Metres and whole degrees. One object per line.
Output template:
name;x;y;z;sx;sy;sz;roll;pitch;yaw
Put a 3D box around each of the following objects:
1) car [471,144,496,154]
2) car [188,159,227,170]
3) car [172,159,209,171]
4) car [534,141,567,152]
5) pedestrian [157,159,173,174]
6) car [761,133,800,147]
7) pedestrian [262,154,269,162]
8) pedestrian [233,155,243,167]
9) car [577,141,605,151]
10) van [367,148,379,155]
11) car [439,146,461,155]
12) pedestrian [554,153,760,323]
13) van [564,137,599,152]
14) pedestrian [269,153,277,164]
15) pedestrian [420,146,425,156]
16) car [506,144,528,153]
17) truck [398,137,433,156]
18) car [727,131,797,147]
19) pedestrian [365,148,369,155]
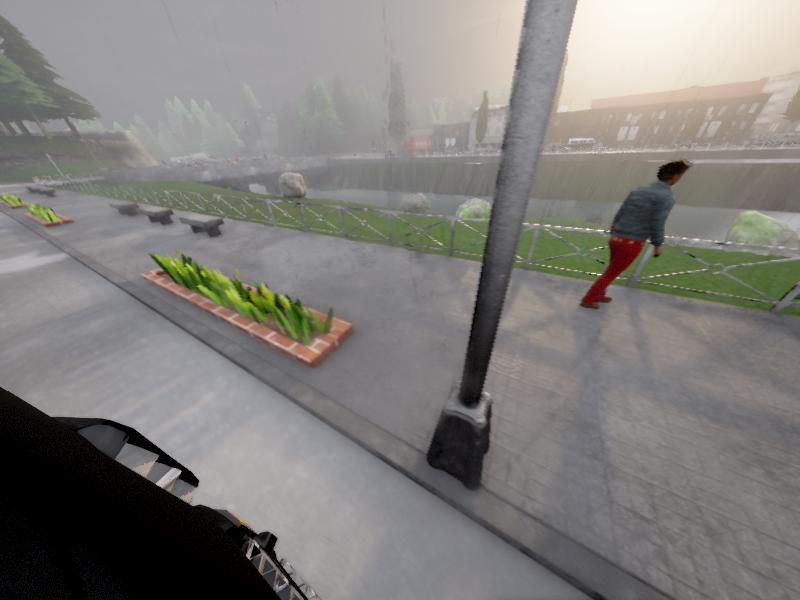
car;19.082;-34.543;52.930;5.027;1.651;2.152;16;38;26
car;-36.086;-25.539;43.505;2.038;1.542;4.974;16;38;26
car;-40.119;-26.019;44.395;2.242;1.667;4.611;16;38;26
car;30.660;-31.264;47.151;5.238;1.638;1.930;16;38;26
pedestrian;-35.622;-20.272;35.039;0.751;1.860;0.751;16;38;26
car;53.872;-22.054;31.789;3.806;1.475;1.970;16;38;26
pedestrian;-34.397;-36.413;59.175;0.751;1.860;0.751;-30;42;-35
pedestrian;-30.747;-26.361;43.823;0.751;1.860;0.751;26;43;36
car;36.486;-29.540;44.289;3.806;1.475;1.970;16;38;26
van;-10.305;-56.066;86.996;2.069;2.038;4.480;16;38;26
car;12.161;-36.520;56.378;4.856;1.649;2.033;16;38;26
pedestrian;2.782;-0.680;2.843;0.751;1.860;0.751;1;34;5
van;32.916;-28.234;42.078;4.480;2.038;2.069;16;38;26
pedestrian;-26.639;-29.628;48.428;0.751;1.860;0.751;15;38;25
pedestrian;5.456;-36.147;56.068;0.751;1.860;0.751;-13;35;-15
car;25.282;-32.720;49.875;3.806;1.475;1.970;16;38;25
truck;3.885;-39.771;59.873;8.468;3.827;2.891;16;38;26
car;54.729;-24.415;35.123;5.238;1.638;1.930;16;38;26
pedestrian;-10.671;-48.113;74.996;0.751;1.860;0.751;24;42;34
